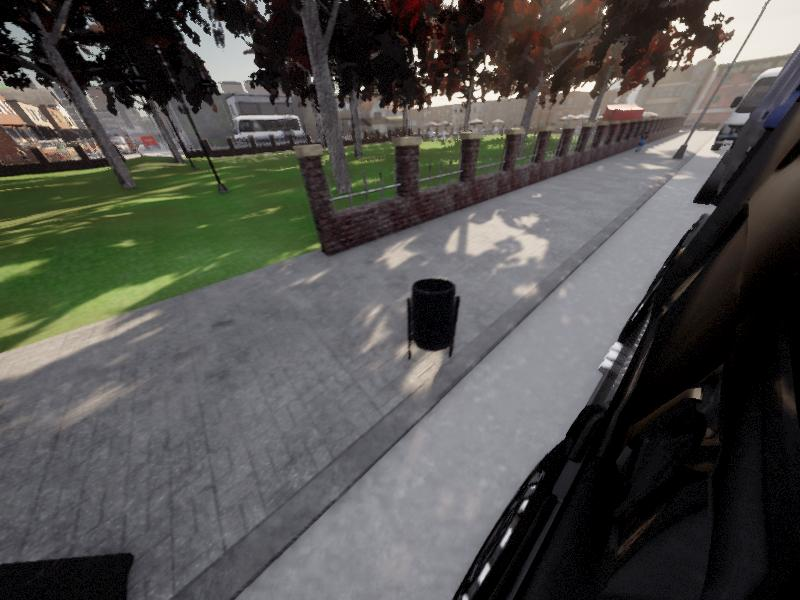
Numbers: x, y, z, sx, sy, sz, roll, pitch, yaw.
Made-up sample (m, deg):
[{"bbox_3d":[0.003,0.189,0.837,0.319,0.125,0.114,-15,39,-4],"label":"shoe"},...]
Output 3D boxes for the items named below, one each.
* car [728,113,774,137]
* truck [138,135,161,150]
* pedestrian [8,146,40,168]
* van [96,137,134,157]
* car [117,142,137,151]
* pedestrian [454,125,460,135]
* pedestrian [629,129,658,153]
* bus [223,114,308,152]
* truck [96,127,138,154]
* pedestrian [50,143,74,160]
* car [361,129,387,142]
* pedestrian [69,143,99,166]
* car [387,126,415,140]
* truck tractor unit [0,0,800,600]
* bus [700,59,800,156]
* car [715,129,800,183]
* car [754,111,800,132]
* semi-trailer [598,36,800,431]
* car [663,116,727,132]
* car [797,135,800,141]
[{"bbox_3d":[36.768,-18.421,24.342,3.866,1.878,1.905,-29,44,-31],"label":"car"},{"bbox_3d":[-57.332,-36.094,52.944,2.627,2.467,5.204,-29,46,-31],"label":"truck"},{"bbox_3d":[-40.217,-15.313,24.766,0.751,1.860,0.751,-24,42,-26],"label":"pedestrian"},{"bbox_3d":[-44.810,-24.256,36.486,2.351,2.431,6.366,-28,44,-30],"label":"van"},{"bbox_3d":[-60.050,-33.885,50.940,2.128,1.511,4.902,-29,44,-30],"label":"car"},{"bbox_3d":[12.313,-36.999,50.259,0.751,1.860,0.751,-26,43,-28],"label":"pedestrian"},{"bbox_3d":[16.558,-10.825,15.730,0.751,1.300,0.751,-29,44,-31],"label":"pedestrian"},{"bbox_3d":[-20.846,-26.615,36.678,10.273,4.253,3.944,-29,44,-30],"label":"bus"},{"bbox_3d":[-52.771,-29.985,43.407,2.891,3.827,8.468,-28,44,-30],"label":"truck"},{"bbox_3d":[-45.167,-19.863,30.917,0.751,1.860,0.751,-18,40,-20],"label":"pedestrian"},{"bbox_3d":[-4.889,-31.387,44.042,4.605,1.855,1.932,-29,44,-31],"label":"car"},{"bbox_3d":[-31.406,-14.521,23.021,0.751,1.860,0.751,-22,41,-23],"label":"pedestrian"},{"bbox_3d":[0.282,-34.176,47.297,5.566,2.045,2.150,-31,45,-32],"label":"car"},{"bbox_3d":[2.645,-0.295,0.351,6.516,4.208,3.053,-28,44,-30],"label":"truck tractor unit"},{"bbox_3d":[25.436,-12.919,15.743,10.273,4.253,3.944,-29,44,-30],"label":"bus"},{"bbox_3d":[15.993,-6.467,10.115,5.357,1.411,2.033,-29,45,-31],"label":"car"},{"bbox_3d":[46.697,-21.758,28.186,1.905,1.878,3.866,16,41,22],"label":"car"},{"bbox_3d":[8.659,-3.631,4.266,14.254,4.402,2.717,-29,44,-30],"label":"semi-trailer"},{"bbox_3d":[42.664,-25.494,33.592,1.930,1.638,5.238,-20,40,-23],"label":"car"},{"bbox_3d":[33.651,-13.443,17.924,4.605,1.855,1.932,-29,44,-31],"label":"car"}]
